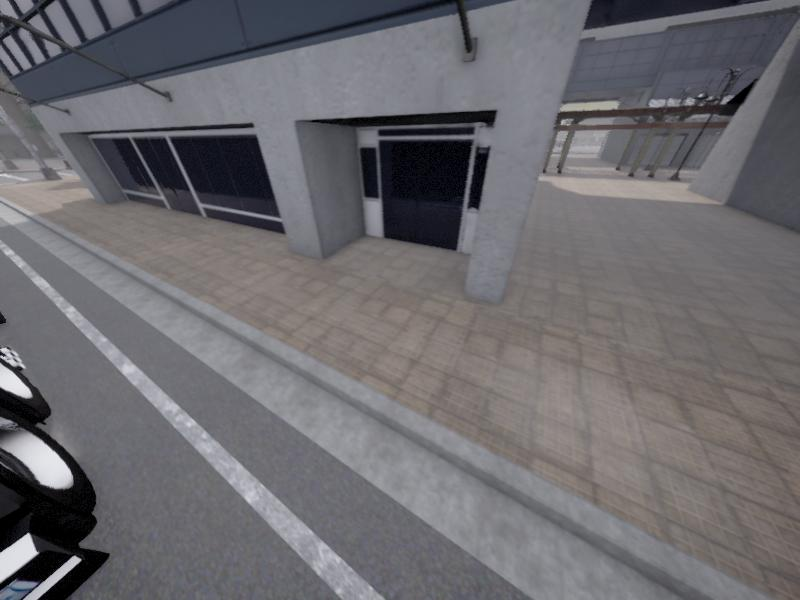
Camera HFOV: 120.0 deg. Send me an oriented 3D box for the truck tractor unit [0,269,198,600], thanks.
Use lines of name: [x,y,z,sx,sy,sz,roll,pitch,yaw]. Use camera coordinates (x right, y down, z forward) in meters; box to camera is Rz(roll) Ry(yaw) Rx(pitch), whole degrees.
truck tractor unit: [-5.123,-0.286,0.774,6.516,4.208,3.053,18,39,24]
